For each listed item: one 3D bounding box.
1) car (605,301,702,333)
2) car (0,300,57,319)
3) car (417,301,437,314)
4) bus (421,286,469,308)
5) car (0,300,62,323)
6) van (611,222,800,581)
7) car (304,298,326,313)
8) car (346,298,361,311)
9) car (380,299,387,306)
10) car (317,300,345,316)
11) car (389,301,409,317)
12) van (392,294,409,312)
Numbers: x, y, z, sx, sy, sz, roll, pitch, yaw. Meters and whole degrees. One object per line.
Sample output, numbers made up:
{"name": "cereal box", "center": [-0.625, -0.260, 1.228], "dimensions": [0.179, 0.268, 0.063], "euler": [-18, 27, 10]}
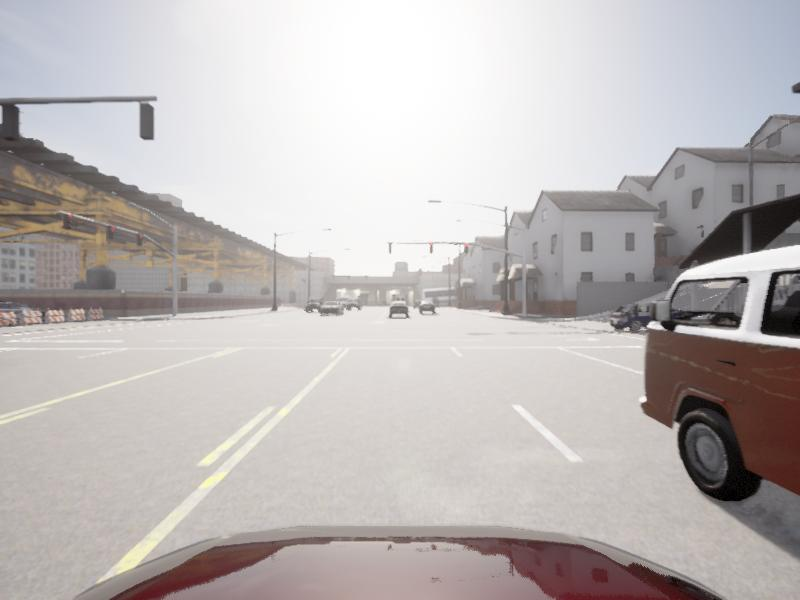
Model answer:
{"name": "car", "center": [13.928, 0.901, 22.145], "dimensions": [4.193, 1.474, 1.816], "euler": [-4, 0, -1]}
{"name": "car", "center": [-27.336, 0.645, 28.118], "dimensions": [1.853, 1.218, 4.536], "euler": [0, 0, 28]}
{"name": "car", "center": [3.259, 0.850, 48.712], "dimensions": [2.128, 1.511, 4.902], "euler": [0, 0, 1]}
{"name": "bus", "center": [10.078, -0.640, 90.861], "dimensions": [10.273, 4.253, 3.944], "euler": [-4, 0, -1]}
{"name": "car", "center": [-27.311, 0.803, 28.164], "dimensions": [2.038, 1.542, 4.974], "euler": [0, 0, 28]}
{"name": "van", "center": [3.298, 0.576, 2.066], "dimensions": [2.069, 2.038, 4.480], "euler": [0, 0, 0]}
{"name": "car", "center": [-10.638, 0.660, 50.359], "dimensions": [1.905, 1.878, 3.866], "euler": [0, 0, 0]}
{"name": "car", "center": [-7.170, 0.661, 62.039], "dimensions": [1.905, 1.878, 3.866], "euler": [0, 0, 0]}
{"name": "car", "center": [-4.403, 0.683, 106.917], "dimensions": [1.932, 1.855, 4.605], "euler": [0, 1, -2]}
{"name": "car", "center": [-7.105, 0.782, 41.738], "dimensions": [1.930, 1.638, 5.238], "euler": [0, 0, 0]}
{"name": "car", "center": [-0.106, 0.857, 39.601], "dimensions": [1.837, 1.490, 4.892], "euler": [0, 0, 0]}
{"name": "van", "center": [-0.015, 0.393, 57.365], "dimensions": [2.351, 2.431, 6.366], "euler": [0, 0, -1]}
